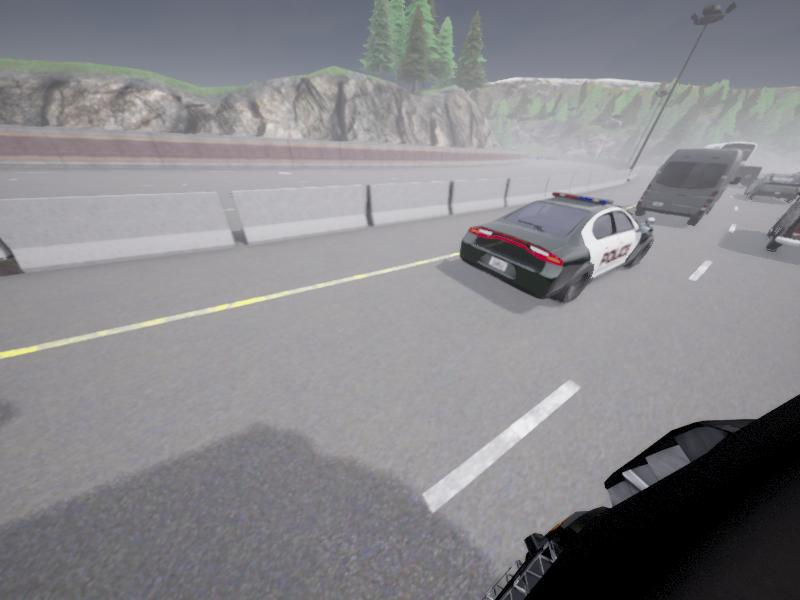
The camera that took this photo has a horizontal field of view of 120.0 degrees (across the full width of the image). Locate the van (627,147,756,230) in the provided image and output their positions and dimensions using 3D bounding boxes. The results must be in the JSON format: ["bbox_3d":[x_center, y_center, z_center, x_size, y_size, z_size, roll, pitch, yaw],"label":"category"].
[{"bbox_3d":[12.829,-5.047,10.124,5.915,2.561,1.988,-21,40,-31],"label":"van"}]

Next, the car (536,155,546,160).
[{"bbox_3d":[52.971,-53.691,87.025,2.007,1.525,4.514,10,34,10],"label":"car"}]

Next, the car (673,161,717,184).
[{"bbox_3d":[35.270,-15.495,27.834,2.150,2.045,5.566,28,41,33],"label":"car"}]

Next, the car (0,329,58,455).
[{"bbox_3d":[-5.270,1.298,0.234,4.974,1.542,2.038,-16,38,-26],"label":"car"}]

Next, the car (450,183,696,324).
[{"bbox_3d":[3.751,-1.444,4.989,4.974,1.542,2.038,-18,39,-28],"label":"car"}]

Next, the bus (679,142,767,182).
[{"bbox_3d":[45.519,-19.988,33.306,3.944,4.253,10.273,25,40,30],"label":"bus"}]

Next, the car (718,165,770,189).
[{"bbox_3d":[36.205,-13.117,24.462,1.905,1.878,3.866,29,42,34],"label":"car"}]

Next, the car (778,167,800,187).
[{"bbox_3d":[48.248,-14.515,27.410,1.932,1.855,4.605,26,40,31],"label":"car"}]

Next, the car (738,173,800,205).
[{"bbox_3d":[26.749,-8.060,16.548,4.902,1.511,2.128,-25,43,-35],"label":"car"}]

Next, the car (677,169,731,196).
[{"bbox_3d":[24.440,-9.596,18.684,4.514,1.525,2.007,-25,42,-35],"label":"car"}]

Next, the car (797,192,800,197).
[{"bbox_3d":[32.612,-8.261,17.288,4.193,1.474,1.816,-27,43,-36],"label":"car"}]

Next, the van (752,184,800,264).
[{"bbox_3d":[12.681,-2.382,6.562,4.480,2.038,2.069,-20,40,-30],"label":"van"}]

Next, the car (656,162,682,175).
[{"bbox_3d":[46.595,-22.904,40.155,1.851,1.617,3.988,23,39,28],"label":"car"}]

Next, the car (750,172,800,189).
[{"bbox_3d":[42.427,-13.619,26.187,1.895,1.301,4.718,27,41,32],"label":"car"}]

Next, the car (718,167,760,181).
[{"bbox_3d":[49.919,-18.705,34.144,2.007,1.525,4.514,24,39,29],"label":"car"}]
